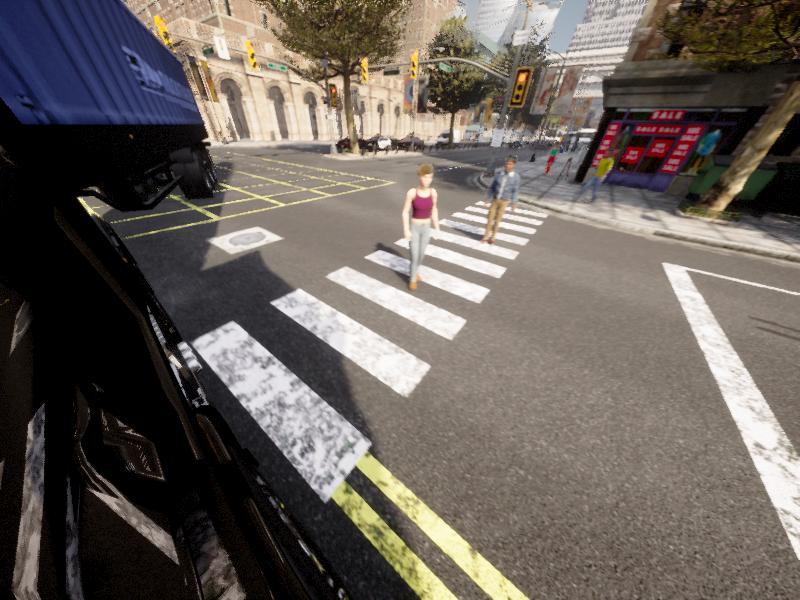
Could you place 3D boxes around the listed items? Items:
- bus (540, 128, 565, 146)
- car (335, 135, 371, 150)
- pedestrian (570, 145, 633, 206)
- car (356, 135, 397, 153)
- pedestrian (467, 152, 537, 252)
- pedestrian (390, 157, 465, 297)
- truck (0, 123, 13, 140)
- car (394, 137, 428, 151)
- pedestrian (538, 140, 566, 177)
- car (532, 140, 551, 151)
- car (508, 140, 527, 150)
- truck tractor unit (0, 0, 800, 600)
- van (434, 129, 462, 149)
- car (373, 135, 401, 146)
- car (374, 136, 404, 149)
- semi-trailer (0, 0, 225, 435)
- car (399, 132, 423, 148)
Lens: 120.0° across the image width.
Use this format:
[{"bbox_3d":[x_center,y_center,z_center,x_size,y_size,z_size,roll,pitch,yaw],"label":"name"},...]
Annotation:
[{"bbox_3d":[47.179,-50.304,71.448,3.944,4.253,10.273,25,42,27],"label":"bus"},{"bbox_3d":[-5.782,-19.687,28.844,1.994,1.385,4.181,25,42,27],"label":"car"},{"bbox_3d":[7.237,-4.500,8.417,0.751,1.860,0.751,-3,37,-8],"label":"pedestrian"},{"bbox_3d":[-2.644,-18.687,27.561,2.038,1.542,4.974,25,42,27],"label":"car"},{"bbox_3d":[2.213,-2.157,5.162,0.751,1.860,0.751,26,42,28],"label":"pedestrian"},{"bbox_3d":[0.297,-1.059,3.546,0.751,1.860,0.751,-6,37,-12],"label":"pedestrian"},{"bbox_3d":[-38.752,-16.235,21.057,5.204,2.467,2.627,24,41,28],"label":"truck"},{"bbox_3d":[1.598,-21.897,32.312,2.033,1.411,5.357,25,42,27],"label":"car"},{"bbox_3d":[9.500,-8.844,14.457,0.751,1.860,0.751,27,43,29],"label":"pedestrian"},{"bbox_3d":[28.946,-31.566,47.129,2.038,1.542,4.974,25,42,27],"label":"car"},{"bbox_3d":[23.124,-30.555,45.401,1.837,1.490,4.892,25,42,27],"label":"car"},{"bbox_3d":[-2.645,-0.295,0.351,6.516,4.208,3.053,28,44,30],"label":"truck tractor unit"},{"bbox_3d":[8.217,-27.448,39.313,1.988,2.561,5.915,25,42,27],"label":"van"},{"bbox_3d":[-2.024,-25.807,37.443,1.895,1.301,4.718,25,42,27],"label":"car"},{"bbox_3d":[-1.569,-22.930,33.522,1.994,1.385,4.181,26,42,28],"label":"car"},{"bbox_3d":[-6.986,-4.373,5.417,2.717,4.402,14.254,-17,41,-24],"label":"semi-trailer"},{"bbox_3d":[1.845,-25.776,37.166,1.905,1.878,3.866,25,42,27],"label":"car"}]
